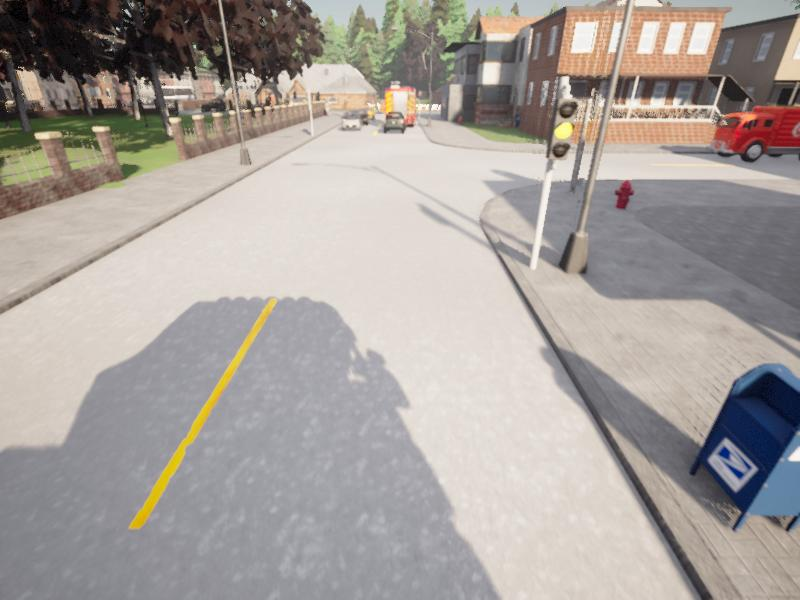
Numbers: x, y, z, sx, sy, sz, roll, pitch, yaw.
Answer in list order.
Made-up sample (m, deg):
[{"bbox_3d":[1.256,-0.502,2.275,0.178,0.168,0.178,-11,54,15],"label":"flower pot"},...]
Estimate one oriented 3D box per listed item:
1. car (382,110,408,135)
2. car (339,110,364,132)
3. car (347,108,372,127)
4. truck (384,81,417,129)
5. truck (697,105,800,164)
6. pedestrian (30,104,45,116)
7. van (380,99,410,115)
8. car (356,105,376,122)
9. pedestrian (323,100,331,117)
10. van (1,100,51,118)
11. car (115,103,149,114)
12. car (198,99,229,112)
[{"bbox_3d":[-0.391,-14.837,33.291,1.851,1.617,3.988,2,28,3],"label":"car"},{"bbox_3d":[-4.184,-15.733,35.057,1.845,1.501,3.633,-1,28,-2],"label":"car"},{"bbox_3d":[-4.075,-18.770,41.041,2.033,1.411,5.357,0,27,-1],"label":"car"},{"bbox_3d":[0.023,-19.463,39.784,2.891,3.827,8.468,0,27,0],"label":"truck"},{"bbox_3d":[18.761,-8.303,20.007,5.204,2.467,2.627,1,28,2],"label":"truck"},{"bbox_3d":[-44.511,-23.297,49.129,0.751,1.300,0.751,0,27,0],"label":"pedestrian"},{"bbox_3d":[-0.684,-29.187,60.455,4.442,1.987,1.775,0,27,0],"label":"van"},{"bbox_3d":[-3.950,-22.248,47.525,1.801,1.575,5.366,1,27,0],"label":"car"},{"bbox_3d":[-9.377,-24.660,51.523,0.751,1.860,0.751,0,27,0],"label":"pedestrian"},{"bbox_3d":[-49.329,-25.344,52.969,2.069,2.038,4.480,0,27,0],"label":"van"},{"bbox_3d":[-40.560,-28.981,60.558,3.633,1.501,1.845,0,27,0],"label":"car"},{"bbox_3d":[-29.655,-31.002,63.695,3.866,1.878,1.905,0,27,0],"label":"car"}]
